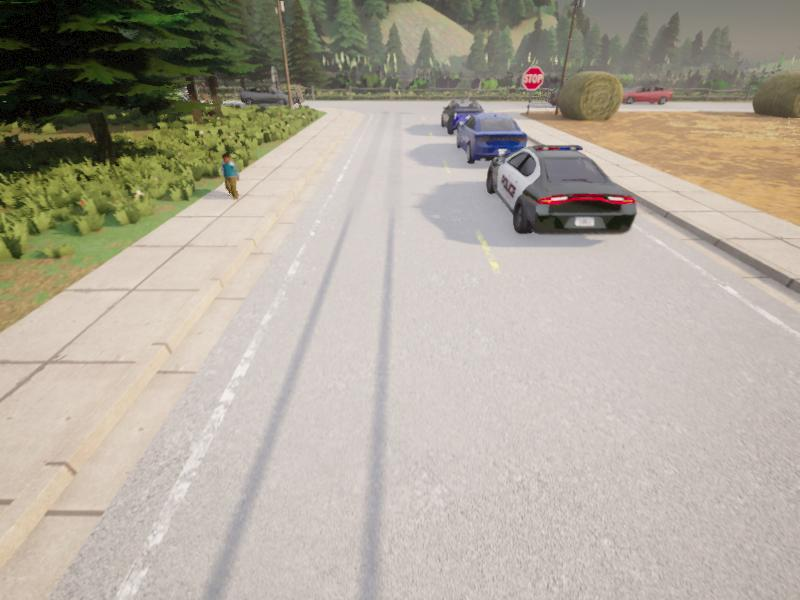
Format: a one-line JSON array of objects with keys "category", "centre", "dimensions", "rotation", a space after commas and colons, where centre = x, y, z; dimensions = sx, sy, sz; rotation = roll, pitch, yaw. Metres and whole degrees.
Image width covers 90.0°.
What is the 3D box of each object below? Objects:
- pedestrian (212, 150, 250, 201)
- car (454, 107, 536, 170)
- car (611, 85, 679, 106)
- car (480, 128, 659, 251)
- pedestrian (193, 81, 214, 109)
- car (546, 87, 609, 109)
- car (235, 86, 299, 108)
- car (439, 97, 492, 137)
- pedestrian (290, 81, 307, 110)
[{"category": "pedestrian", "centre": [-4.080, -3.015, 9.706], "dimensions": [0.500, 1.100, 0.500], "rotation": [1, 30, 1]}, {"category": "car", "centre": [3.364, -6.277, 15.201], "dimensions": [1.882, 1.535, 5.008], "rotation": [0, 30, 0]}, {"category": "car", "centre": [21.701, -18.285, 35.674], "dimensions": [4.514, 1.525, 2.007], "rotation": [1, 30, 2]}, {"category": "car", "centre": [3.390, -2.846, 9.346], "dimensions": [2.038, 1.542, 4.974], "rotation": [0, 30, 0]}, {"category": "pedestrian", "centre": [-14.781, -15.458, 30.141], "dimensions": [0.751, 1.860, 0.751], "rotation": [1, 30, 1]}, {"category": "car", "centre": [14.511, -16.656, 32.936], "dimensions": [4.193, 1.474, 1.816], "rotation": [1, 30, 2]}, {"category": "car", "centre": [-11.143, -17.226, 33.843], "dimensions": [4.514, 1.525, 2.007], "rotation": [2, 30, 4]}, {"category": "car", "centre": [3.330, -9.770, 21.182], "dimensions": [2.007, 1.525, 4.514], "rotation": [0, 30, 0]}, {"category": "pedestrian", "centre": [-7.480, -15.066, 29.475], "dimensions": [0.751, 1.860, 0.751], "rotation": [6, 31, 9]}]
